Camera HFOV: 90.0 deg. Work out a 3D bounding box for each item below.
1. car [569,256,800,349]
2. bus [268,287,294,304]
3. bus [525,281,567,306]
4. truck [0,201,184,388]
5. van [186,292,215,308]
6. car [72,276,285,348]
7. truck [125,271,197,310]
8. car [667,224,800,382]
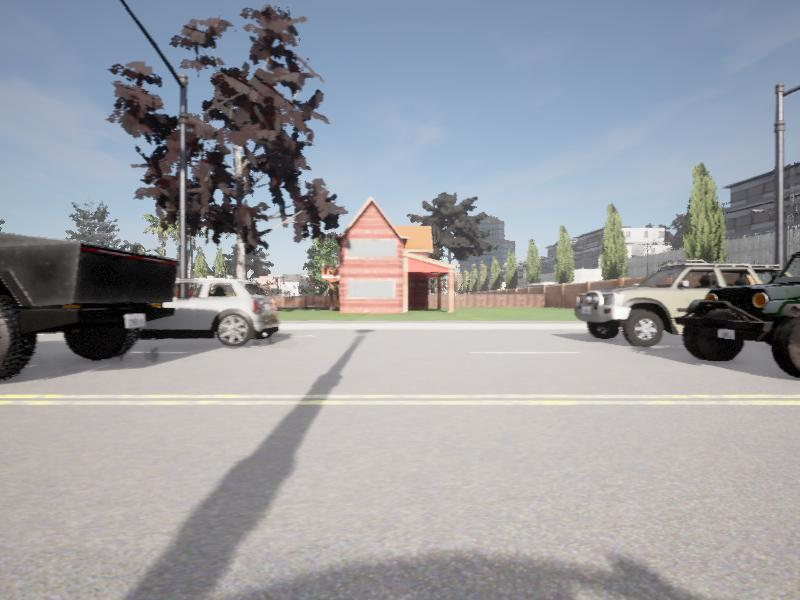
[{"bbox_3d":[6.601,0.058,9.165,4.605,1.855,1.932,1,0,0],"label":"car"},{"bbox_3d":[-30.883,-1.148,104.468,3.944,4.253,10.273,0,0,-2],"label":"bus"},{"bbox_3d":[26.912,-1.129,74.345,3.944,4.253,10.273,0,0,-1],"label":"bus"},{"bbox_3d":[-6.835,-0.060,5.666,6.274,2.098,2.390,0,0,0],"label":"truck"},{"bbox_3d":[-26.140,-0.010,52.612,1.775,1.987,4.442,0,0,-4],"label":"van"},{"bbox_3d":[-4.822,0.252,9.181,3.806,1.475,1.970,0,0,0],"label":"car"},{"bbox_3d":[-25.734,-0.930,43.705,2.891,3.827,8.468,0,0,-2],"label":"truck"},{"bbox_3d":[6.387,0.050,5.725,3.866,1.878,1.905,0,0,0],"label":"car"}]
